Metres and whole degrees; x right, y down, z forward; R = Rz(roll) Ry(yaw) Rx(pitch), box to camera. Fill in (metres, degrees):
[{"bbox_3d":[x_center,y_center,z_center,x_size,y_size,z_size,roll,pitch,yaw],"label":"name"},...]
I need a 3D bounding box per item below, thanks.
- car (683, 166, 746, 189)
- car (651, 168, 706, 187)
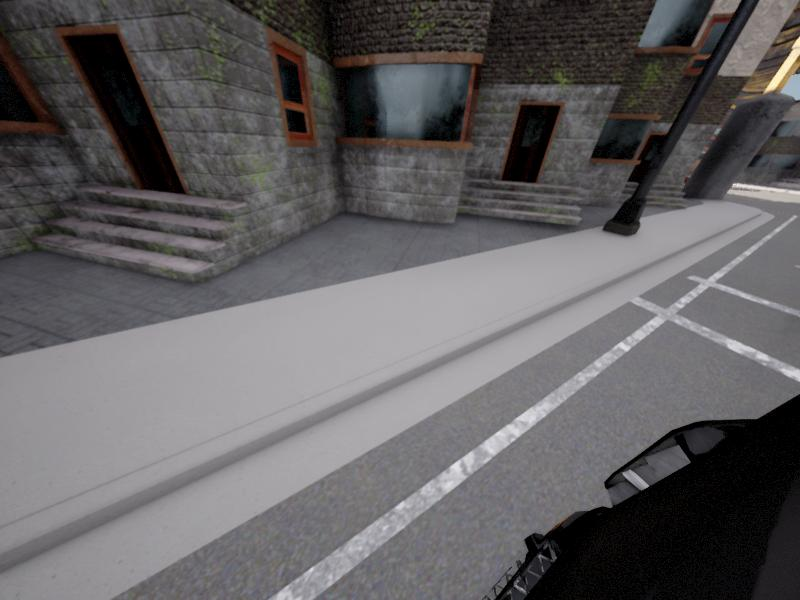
[{"bbox_3d":[35.138,-13.888,26.026,1.905,1.878,3.866,11,34,11],"label":"car"},{"bbox_3d":[31.634,-14.109,26.456,1.816,1.474,4.193,11,34,11],"label":"car"}]
